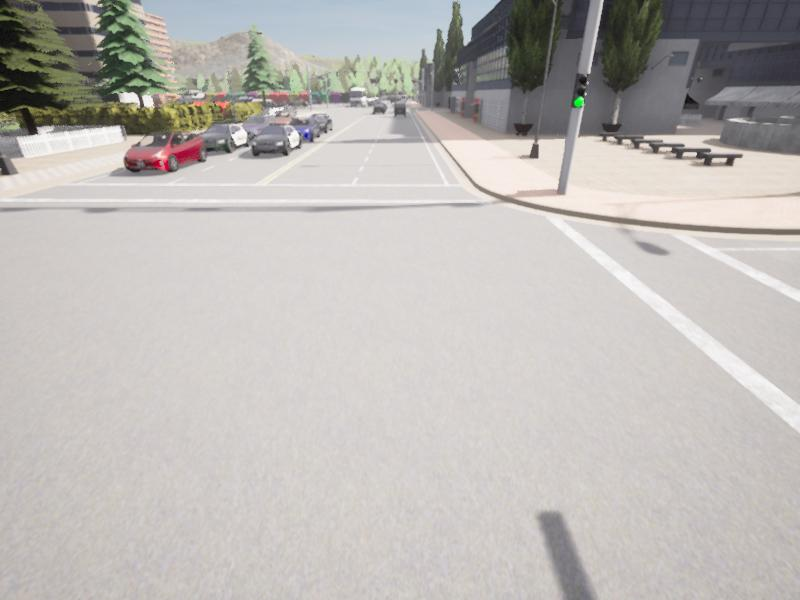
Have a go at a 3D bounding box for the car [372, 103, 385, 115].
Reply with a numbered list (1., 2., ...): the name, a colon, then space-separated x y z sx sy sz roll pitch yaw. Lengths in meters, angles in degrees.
1. car: -3.478 -32.021 66.849 1.930 1.638 5.238 0 27 0

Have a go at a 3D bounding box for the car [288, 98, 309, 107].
1. car: -24.928 -48.723 98.705 4.605 1.855 1.932 0 27 0

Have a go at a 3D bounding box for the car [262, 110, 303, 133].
1. car: -10.490 -16.194 36.187 2.242 1.667 4.611 0 27 0

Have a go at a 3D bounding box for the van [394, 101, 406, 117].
1. van: 0.022 -27.890 58.455 1.775 1.987 4.442 0 27 0

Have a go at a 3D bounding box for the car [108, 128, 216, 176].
1. car: -10.560 -6.852 18.247 2.007 1.525 4.514 1 27 2

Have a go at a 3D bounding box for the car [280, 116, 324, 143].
1. car: -6.991 -12.433 29.042 2.007 1.525 4.514 0 27 0

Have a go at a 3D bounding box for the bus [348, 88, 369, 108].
1. bus: -10.431 -51.342 101.453 3.944 4.253 10.273 0 27 1

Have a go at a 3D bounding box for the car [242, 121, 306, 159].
1. car: -6.995 -9.232 22.836 2.038 1.542 4.974 0 27 0

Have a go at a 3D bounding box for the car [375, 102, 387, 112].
1. car: -3.537 -36.319 75.169 2.033 1.649 4.856 0 27 0

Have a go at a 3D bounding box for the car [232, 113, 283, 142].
1. car: -10.490 -12.948 29.946 2.033 1.649 4.856 0 27 0

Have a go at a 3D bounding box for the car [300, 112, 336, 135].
1. car: -6.989 -15.349 34.707 2.128 1.511 4.902 0 27 0

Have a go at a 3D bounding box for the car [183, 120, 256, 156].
1. car: -10.494 -9.714 23.786 2.038 1.542 4.974 0 27 0
